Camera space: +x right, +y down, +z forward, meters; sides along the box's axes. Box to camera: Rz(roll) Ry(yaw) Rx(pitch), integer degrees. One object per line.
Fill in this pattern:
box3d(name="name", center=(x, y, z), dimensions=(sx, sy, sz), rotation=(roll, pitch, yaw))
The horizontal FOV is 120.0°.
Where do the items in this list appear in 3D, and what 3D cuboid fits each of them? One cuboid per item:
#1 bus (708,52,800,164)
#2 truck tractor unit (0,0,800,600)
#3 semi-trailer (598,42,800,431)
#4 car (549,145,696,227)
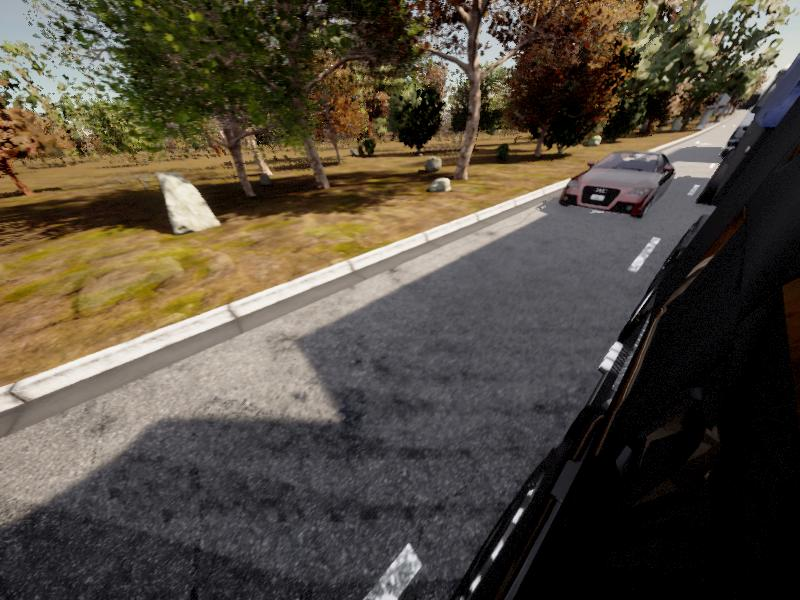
box3d(name="bus", center=(23.065, -11.056, 13.525), dimensions=(10.273, 4.253, 3.944), rotation=(-28, 44, -30))
box3d(name="truck tractor unit", center=(2.645, -0.295, 0.351), dimensions=(6.516, 4.208, 3.053), rotation=(-28, 44, -30))
box3d(name="semi-trailer", center=(8.694, -3.606, 4.234), dimensions=(14.254, 4.402, 2.717), rotation=(-28, 44, -30))
box3d(name="car", center=(6.691, -3.643, 6.938), dimensions=(4.181, 1.385, 1.994), rotation=(-28, 44, -30))
